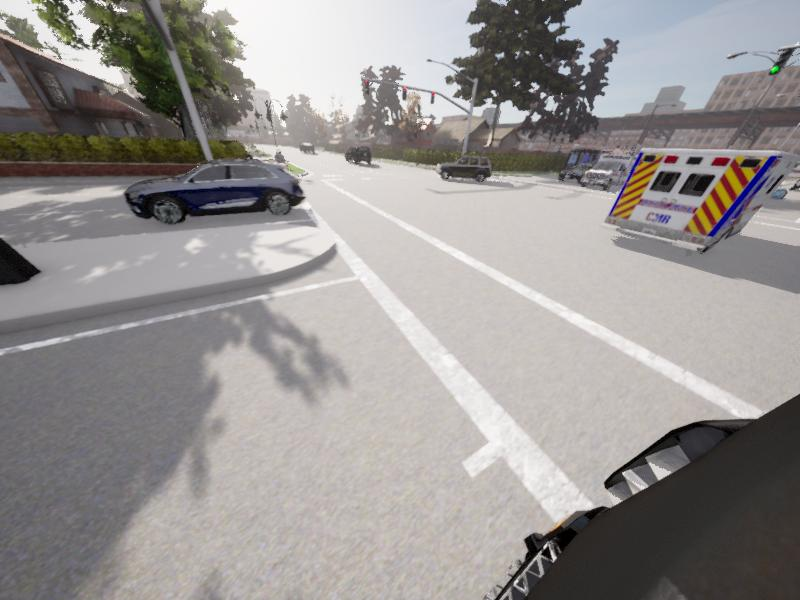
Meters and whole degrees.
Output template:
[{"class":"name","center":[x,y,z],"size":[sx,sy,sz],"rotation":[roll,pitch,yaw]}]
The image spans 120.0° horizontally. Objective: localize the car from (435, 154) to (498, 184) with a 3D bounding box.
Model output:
[{"class":"car","center":[5.433,-11.051,19.357],"size":[4.605,1.855,1.932],"rotation":[8,36,9]}]

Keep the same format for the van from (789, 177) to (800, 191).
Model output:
[{"class":"van","center":[46.620,-13.581,25.704],"size":[5.915,2.561,1.988],"rotation":[-16,38,-26]}]

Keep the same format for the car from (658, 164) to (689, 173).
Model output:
[{"class":"car","center":[64.144,-30.963,54.328],"size":[1.994,1.385,4.181],"rotation":[-15,38,-25]}]

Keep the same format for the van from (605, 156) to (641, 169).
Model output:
[{"class":"van","center":[56.727,-35.095,58.928],"size":[1.988,2.561,5.915],"rotation":[-15,38,-25]}]

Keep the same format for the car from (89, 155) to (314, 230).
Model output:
[{"class":"car","center":[-5.733,-3.707,7.652],"size":[4.856,1.649,2.033],"rotation":[-16,38,-25]}]

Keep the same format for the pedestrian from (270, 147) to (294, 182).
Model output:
[{"class":"pedestrian","center":[-7.390,-8.516,14.536],"size":[0.751,1.860,0.751],"rotation":[-26,43,-36]}]

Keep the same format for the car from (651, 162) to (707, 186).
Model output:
[{"class":"car","center":[31.290,-14.188,25.908],"size":[5.566,2.045,2.150],"rotation":[-15,38,-26]}]

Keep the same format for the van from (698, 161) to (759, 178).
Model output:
[{"class":"van","center":[65.462,-26.138,46.191],"size":[2.351,2.431,6.366],"rotation":[-15,38,-25]}]

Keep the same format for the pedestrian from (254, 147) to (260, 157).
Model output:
[{"class":"pedestrian","center":[-20.806,-21.588,33.691],"size":[0.500,1.100,0.500],"rotation":[-15,37,-25]}]

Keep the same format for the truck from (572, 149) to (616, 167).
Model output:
[{"class":"truck","center":[55.479,-40.870,66.397],"size":[2.891,3.827,8.468],"rotation":[-15,38,-25]}]

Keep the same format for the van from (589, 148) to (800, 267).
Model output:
[{"class":"van","center":[9.518,-3.206,7.324],"size":[6.366,2.431,2.351],"rotation":[-16,38,-26]}]

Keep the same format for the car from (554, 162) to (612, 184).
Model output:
[{"class":"car","center":[18.084,-12.558,22.829],"size":[5.027,1.651,2.152],"rotation":[-16,38,-26]}]

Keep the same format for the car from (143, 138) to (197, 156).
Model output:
[{"class":"car","center":[-25.842,-17.317,26.205],"size":[3.806,1.475,1.970],"rotation":[-15,38,-25]}]

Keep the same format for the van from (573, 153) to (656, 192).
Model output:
[{"class":"van","center":[17.597,-10.494,18.946],"size":[6.366,2.431,2.351],"rotation":[-17,38,-27]}]

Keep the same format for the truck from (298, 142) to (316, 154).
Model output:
[{"class":"truck","center":[-22.165,-36.152,54.987],"size":[2.390,2.098,6.274],"rotation":[-16,38,-26]}]

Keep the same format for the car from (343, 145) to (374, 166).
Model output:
[{"class":"car","center":[-5.757,-19.829,31.623],"size":[2.150,2.045,5.566],"rotation":[-16,38,-26]}]
